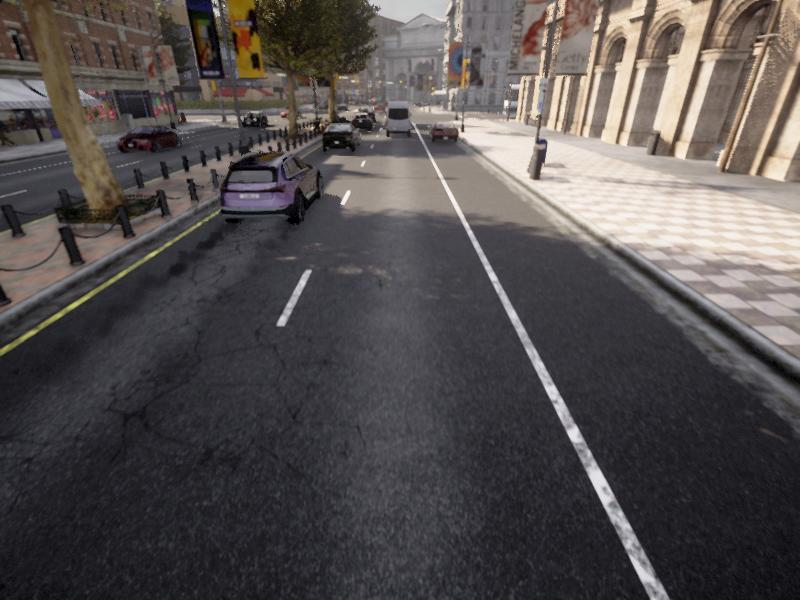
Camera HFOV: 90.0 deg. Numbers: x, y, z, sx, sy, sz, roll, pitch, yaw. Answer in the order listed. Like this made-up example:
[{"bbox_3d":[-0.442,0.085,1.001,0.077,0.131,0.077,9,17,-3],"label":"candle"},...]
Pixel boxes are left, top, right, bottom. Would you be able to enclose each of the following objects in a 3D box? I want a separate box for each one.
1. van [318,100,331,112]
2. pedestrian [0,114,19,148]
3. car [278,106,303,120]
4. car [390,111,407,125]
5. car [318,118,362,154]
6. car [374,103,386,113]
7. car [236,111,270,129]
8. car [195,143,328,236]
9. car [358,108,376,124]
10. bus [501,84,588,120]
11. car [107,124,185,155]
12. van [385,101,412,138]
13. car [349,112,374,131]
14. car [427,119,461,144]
[{"bbox_3d":[-15.303,-39.242,80.964,1.775,1.987,4.442,0,27,0],"label":"van"},{"bbox_3d":[-23.948,-10.137,23.988,0.751,1.860,0.751,5,28,9],"label":"pedestrian"},{"bbox_3d":[-15.204,-26.213,55.913,2.242,1.667,4.611,0,27,0],"label":"car"},{"bbox_3d":[-0.173,-21.561,47.239,1.895,1.301,4.718,0,27,0],"label":"car"},{"bbox_3d":[-3.586,-10.272,24.857,1.930,1.638,5.238,0,27,0],"label":"car"},{"bbox_3d":[-3.788,-37.091,77.156,2.152,1.651,5.027,0,27,0],"label":"car"},{"bbox_3d":[-15.043,-18.593,41.270,1.970,1.475,3.806,0,27,1],"label":"car"},{"bbox_3d":[-3.534,-3.374,11.422,2.033,1.649,4.856,0,27,0],"label":"car"},{"bbox_3d":[-4.178,-22.816,49.475,1.837,1.490,4.892,-3,28,-8],"label":"car"},{"bbox_3d":[19.863,-27.664,55.874,10.273,4.253,3.944,0,27,0],"label":"bus"},{"bbox_3d":[-15.085,-9.720,24.091,1.994,1.385,4.181,0,27,0],"label":"car"},{"bbox_3d":[-0.119,-15.322,33.716,1.988,2.561,5.915,0,27,0],"label":"van"},{"bbox_3d":[-3.639,-17.291,38.721,1.970,1.475,3.806,0,27,1],"label":"car"},{"bbox_3d":[3.145,-12.478,29.519,1.895,1.301,4.718,0,27,0],"label":"car"}]
